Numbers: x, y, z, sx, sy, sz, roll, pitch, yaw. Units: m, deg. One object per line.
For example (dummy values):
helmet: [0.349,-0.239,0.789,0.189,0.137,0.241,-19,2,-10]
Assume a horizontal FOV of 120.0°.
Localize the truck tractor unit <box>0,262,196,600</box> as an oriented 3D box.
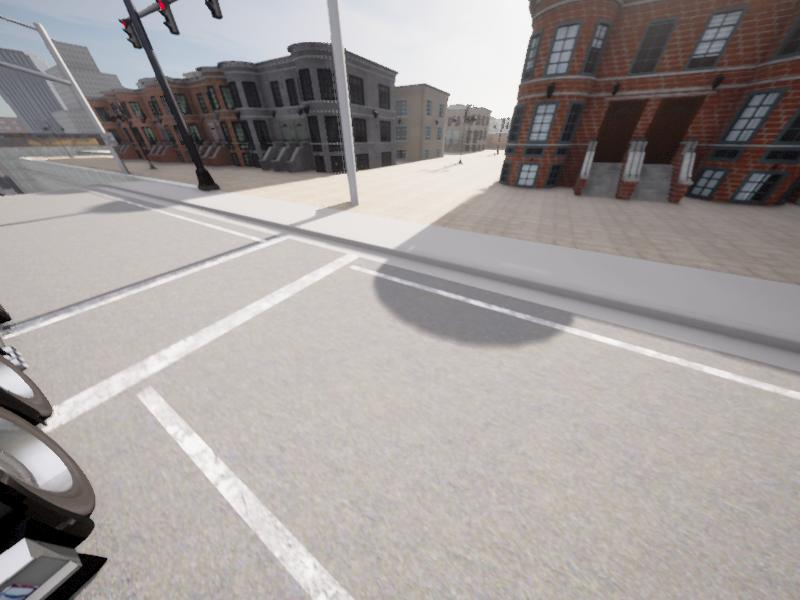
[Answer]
truck tractor unit: [-5.114,-0.295,0.793,6.516,4.208,3.053,18,39,25]
